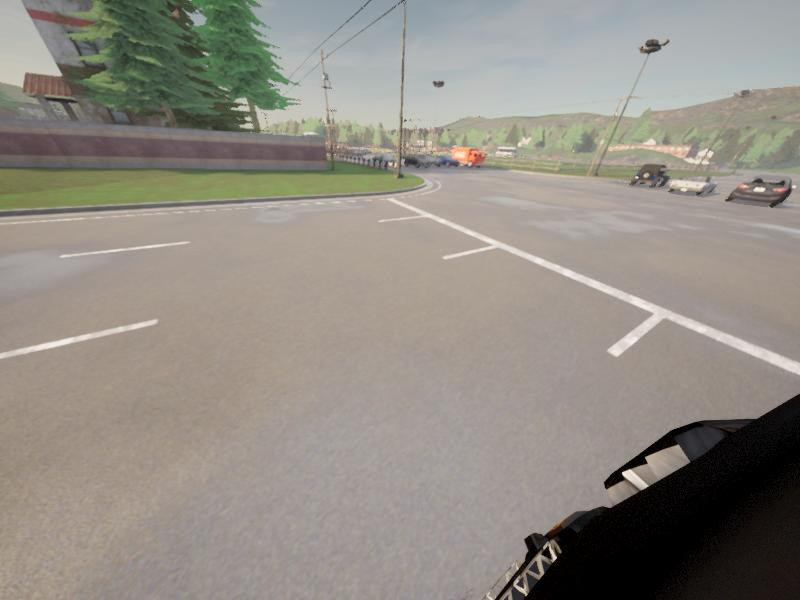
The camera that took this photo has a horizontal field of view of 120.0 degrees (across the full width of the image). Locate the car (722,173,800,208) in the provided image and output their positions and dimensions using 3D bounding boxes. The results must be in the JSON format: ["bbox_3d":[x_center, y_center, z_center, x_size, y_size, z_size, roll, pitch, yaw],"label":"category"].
[{"bbox_3d":[24.980,-7.591,15.836,4.611,1.667,2.242,-16,38,-27],"label":"car"}]

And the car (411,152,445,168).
[{"bbox_3d":[3.903,-20.180,33.230,2.152,1.651,5.027,-17,38,-27],"label":"car"}]

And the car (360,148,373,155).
[{"bbox_3d":[-8.950,-39.759,61.993,1.994,1.385,4.181,-17,38,-27],"label":"car"}]

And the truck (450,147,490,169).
[{"bbox_3d":[10.551,-21.710,35.280,2.627,2.467,5.204,-17,38,-27],"label":"truck"}]

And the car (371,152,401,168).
[{"bbox_3d":[-1.857,-18.102,29.811,1.812,1.442,4.674,-17,38,-27],"label":"car"}]

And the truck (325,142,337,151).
[{"bbox_3d":[-24.900,-55.396,83.338,2.627,2.467,5.204,-17,38,-27],"label":"truck"}]

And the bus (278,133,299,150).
[{"bbox_3d":[-37.467,-53.300,77.587,3.944,4.253,10.273,-17,38,-27],"label":"bus"}]

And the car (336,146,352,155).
[{"bbox_3d":[-13.886,-36.942,57.084,2.242,1.667,4.611,-18,39,-28],"label":"car"}]

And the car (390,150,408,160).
[{"bbox_3d":[-0.292,-31.601,50.216,2.007,1.525,4.514,-17,38,-27],"label":"car"}]

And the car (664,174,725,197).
[{"bbox_3d":[24.163,-9.450,18.916,4.718,1.301,1.895,-16,38,-27],"label":"car"}]

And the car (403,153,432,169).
[{"bbox_3d":[2.228,-18.004,29.880,1.789,1.549,3.705,-17,38,-27],"label":"car"}]

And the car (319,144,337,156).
[{"bbox_3d":[-15.546,-32.165,49.553,1.905,1.878,3.866,-25,42,-35],"label":"car"}]

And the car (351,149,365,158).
[{"bbox_3d":[-8.659,-29.868,47.096,1.994,1.385,4.181,-9,35,-18],"label":"car"}]

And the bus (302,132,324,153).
[{"bbox_3d":[-23.031,-41.313,60.630,3.944,4.253,10.273,-11,36,-20],"label":"bus"}]

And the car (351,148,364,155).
[{"bbox_3d":[-10.848,-37.872,58.899,1.970,1.475,3.806,-17,38,-27],"label":"car"}]

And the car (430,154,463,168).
[{"bbox_3d":[6.901,-21.031,34.824,1.882,1.535,5.008,-17,38,-27],"label":"car"}]

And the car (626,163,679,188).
[{"bbox_3d":[24.240,-11.966,22.180,3.866,1.878,1.905,-17,38,-26],"label":"car"}]
